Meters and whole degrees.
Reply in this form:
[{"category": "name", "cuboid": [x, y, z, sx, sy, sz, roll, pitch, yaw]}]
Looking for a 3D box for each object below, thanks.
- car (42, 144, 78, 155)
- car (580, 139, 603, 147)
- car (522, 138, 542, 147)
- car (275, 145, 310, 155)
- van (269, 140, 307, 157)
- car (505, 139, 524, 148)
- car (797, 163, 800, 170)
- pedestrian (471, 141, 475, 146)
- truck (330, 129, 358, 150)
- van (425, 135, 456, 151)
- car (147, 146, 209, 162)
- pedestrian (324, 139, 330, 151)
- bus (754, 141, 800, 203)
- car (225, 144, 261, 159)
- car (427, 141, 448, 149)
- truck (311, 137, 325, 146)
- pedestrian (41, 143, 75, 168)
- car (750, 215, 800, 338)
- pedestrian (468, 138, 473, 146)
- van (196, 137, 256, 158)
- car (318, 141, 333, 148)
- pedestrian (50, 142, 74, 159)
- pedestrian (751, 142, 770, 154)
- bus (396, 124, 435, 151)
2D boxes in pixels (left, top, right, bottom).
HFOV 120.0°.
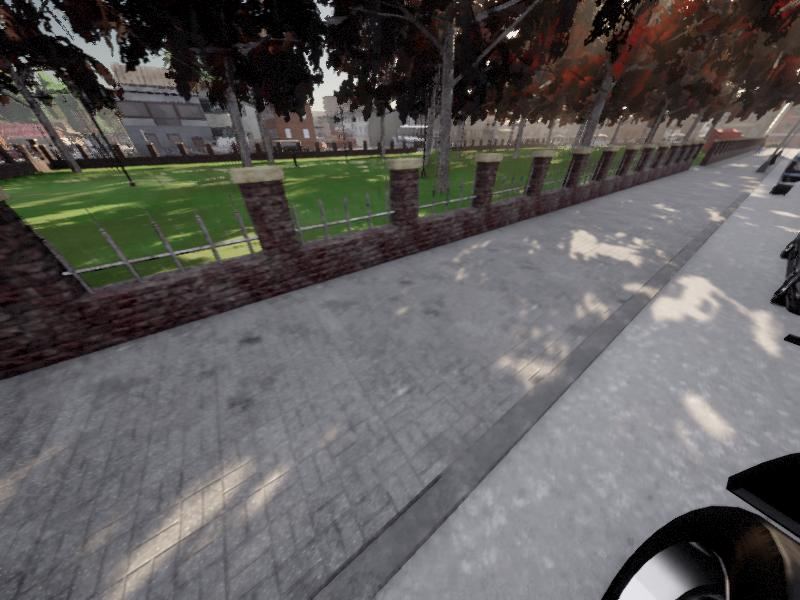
[{"category": "car", "cuboid": [-62.166, -27.668, 42.364, 2.163, 1.488, 4.792, -22, 41, -28]}, {"category": "car", "cuboid": [56.147, -46.180, 67.795, 2.097, 1.767, 4.553, -22, 41, -28]}, {"category": "car", "cuboid": [37.463, -44.639, 65.528, 5.566, 2.045, 2.150, -22, 41, -28]}, {"category": "car", "cuboid": [-17.613, -24.656, 37.898, 4.718, 1.301, 1.895, -20, 40, -25]}, {"category": "van", "cuboid": [-16.627, -22.623, 34.407, 4.442, 1.987, 1.775, -24, 41, -29]}, {"category": "car", "cuboid": [30.565, -41.764, 61.652, 4.605, 1.855, 1.932, -22, 41, -28]}, {"category": "car", "cuboid": [33.689, -11.356, 18.112, 3.866, 1.878, 1.905, -22, 41, -28]}, {"category": "pedestrian", "cuboid": [19.937, -42.664, 63.088, 0.500, 1.100, 0.500, -7, 36, -10]}, {"category": "truck", "cuboid": [-13.411, -38.203, 54.887, 2.891, 3.827, 8.468, -22, 41, -28]}, {"category": "van", "cuboid": [8.482, -32.758, 48.207, 6.366, 2.431, 2.351, -25, 45, -29]}, {"category": "car", "cuboid": [-27.381, -18.232, 28.779, 5.357, 1.411, 2.033, -21, 40, -27]}, {"category": "pedestrian", "cuboid": [-13.836, -29.510, 44.025, 0.751, 1.860, 0.751, -11, 37, -15]}, {"category": "bus", "cuboid": [20.830, -6.995, 9.981, 10.273, 4.253, 3.944, -22, 41, -28]}, {"category": "car", "cuboid": [-21.592, -20.470, 31.790, 3.633, 1.501, 1.845, -23, 41, -29]}, {"category": "car", "cuboid": [8.712, -35.675, 53.190, 4.674, 1.442, 1.812, -22, 41, -28]}, {"category": "truck", "cuboid": [-27.633, -53.343, 77.648, 2.627, 2.467, 5.204, -22, 41, -28]}, {"category": "pedestrian", "cuboid": [-31.045, -13.180, 21.017, 0.751, 1.860, 0.751, -22, 40, -27]}, {"category": "car", "cuboid": [7.978, -0.675, 3.596, 5.357, 1.411, 2.033, -22, 41, -28]}, {"category": "pedestrian", "cuboid": [19.530, -44.035, 64.377, 0.751, 1.860, 0.751, -25, 42, -31]}, {"category": "van", "cuboid": [-25.177, -22.291, 33.622, 6.366, 2.431, 2.351, -22, 41, -28]}, {"category": "car", "cuboid": [-20.601, -43.163, 63.986, 2.128, 1.511, 4.902, -22, 41, -28]}, {"category": "pedestrian", "cuboid": [-45.002, -19.982, 30.798, 0.751, 1.860, 0.751, -16, 38, -21]}, {"category": "pedestrian", "cuboid": [50.853, -21.467, 32.604, 0.751, 1.300, 0.751, -10, 36, -14]}, {"category": "bus", "cuboid": [3.097, -35.644, 50.535, 3.944, 4.253, 10.273, -13, 39, -21]}]
